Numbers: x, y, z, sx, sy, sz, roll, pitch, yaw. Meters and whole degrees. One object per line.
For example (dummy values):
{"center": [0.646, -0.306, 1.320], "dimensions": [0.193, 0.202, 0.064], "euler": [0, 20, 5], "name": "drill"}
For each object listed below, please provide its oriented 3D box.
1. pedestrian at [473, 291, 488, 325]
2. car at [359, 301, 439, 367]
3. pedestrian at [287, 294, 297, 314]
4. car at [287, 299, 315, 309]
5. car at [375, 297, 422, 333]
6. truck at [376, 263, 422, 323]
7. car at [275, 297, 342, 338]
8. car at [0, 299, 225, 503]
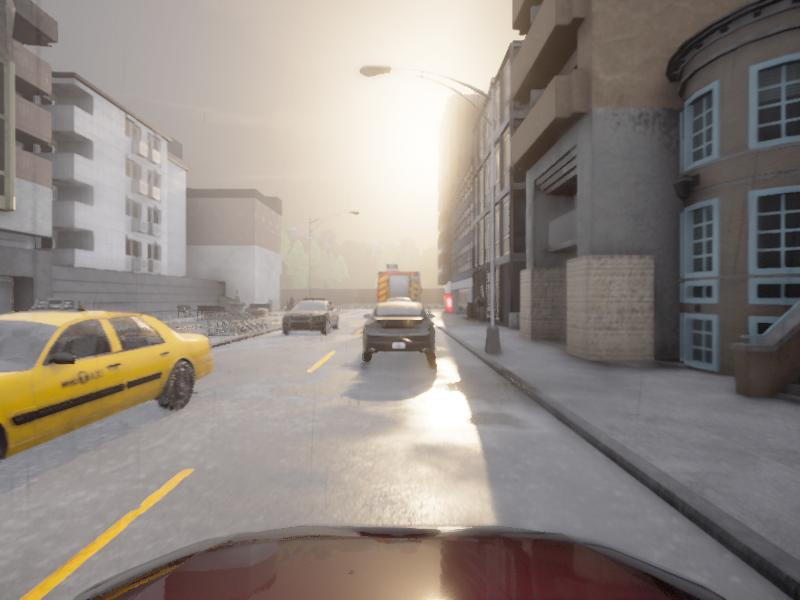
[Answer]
{"center": [4.550, 0.430, 22.530], "dimensions": [0.751, 1.860, 0.751], "euler": [0, 0, 5], "name": "pedestrian"}
{"center": [-0.026, 0.791, 11.628], "dimensions": [1.837, 1.490, 4.892], "euler": [0, 0, 0], "name": "car"}
{"center": [-10.090, 0.369, 37.257], "dimensions": [0.751, 1.860, 0.751], "euler": [0, 0, -2], "name": "pedestrian"}
{"center": [-14.189, 0.565, 57.492], "dimensions": [3.633, 1.501, 1.845], "euler": [0, 0, 0], "name": "car"}
{"center": [-0.049, 0.686, 20.727], "dimensions": [2.152, 1.651, 5.027], "euler": [0, 0, 0], "name": "car"}
{"center": [-0.061, -0.456, 29.471], "dimensions": [2.891, 3.827, 8.468], "euler": [0, 0, 0], "name": "truck"}
{"center": [-4.021, 0.686, 18.600], "dimensions": [1.930, 1.638, 5.238], "euler": [0, 0, 0], "name": "car"}
{"center": [-3.997, 0.781, 4.386], "dimensions": [1.801, 1.575, 5.366], "euler": [0, 0, 0], "name": "car"}
